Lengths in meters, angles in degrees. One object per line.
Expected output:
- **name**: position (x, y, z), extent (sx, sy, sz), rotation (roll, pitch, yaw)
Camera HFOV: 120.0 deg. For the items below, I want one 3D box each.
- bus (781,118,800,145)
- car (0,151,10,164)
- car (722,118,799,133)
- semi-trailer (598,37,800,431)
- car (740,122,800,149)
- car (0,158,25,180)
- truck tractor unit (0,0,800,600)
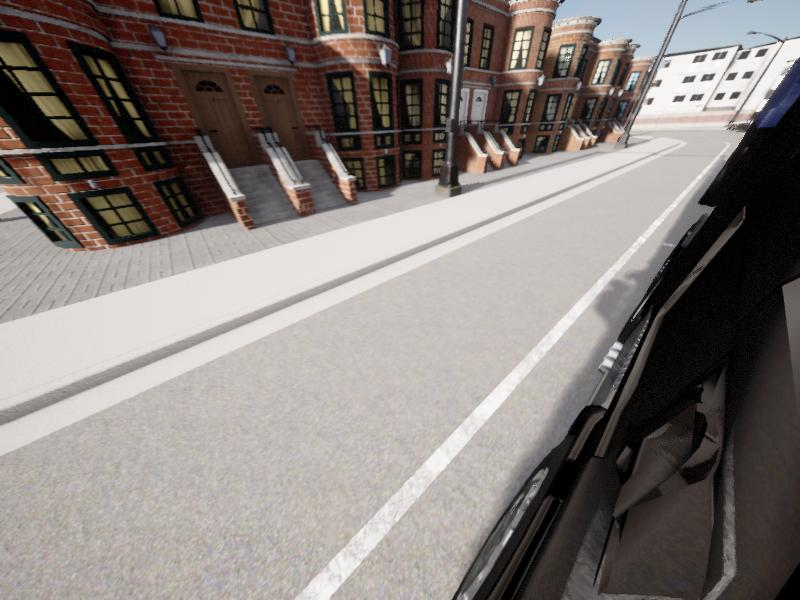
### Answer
- **bus**: position (31.589, -12.680, 15.148), extent (3.944, 4.253, 10.273), rotation (29, 47, 34)
- **car**: position (-65.813, -22.713, 36.895), extent (2.033, 1.649, 4.856), rotation (-28, 43, -30)
- **car**: position (46.510, -22.708, 30.072), extent (2.033, 1.411, 5.357), rotation (-1, 37, 3)
- **semi-trailer**: position (8.720, -3.583, 4.220), extent (14.254, 4.402, 2.717), rotation (-28, 43, -30)
- **car**: position (28.422, -12.714, 17.782), extent (5.357, 1.411, 2.033), rotation (-30, 44, -31)
- **car**: position (-35.022, -11.099, 19.665), extent (1.895, 1.301, 4.718), rotation (-28, 43, -30)
- **truck tractor unit**: position (2.645, -0.295, 0.351), extent (6.516, 4.208, 3.053), rotation (-28, 44, -30)
